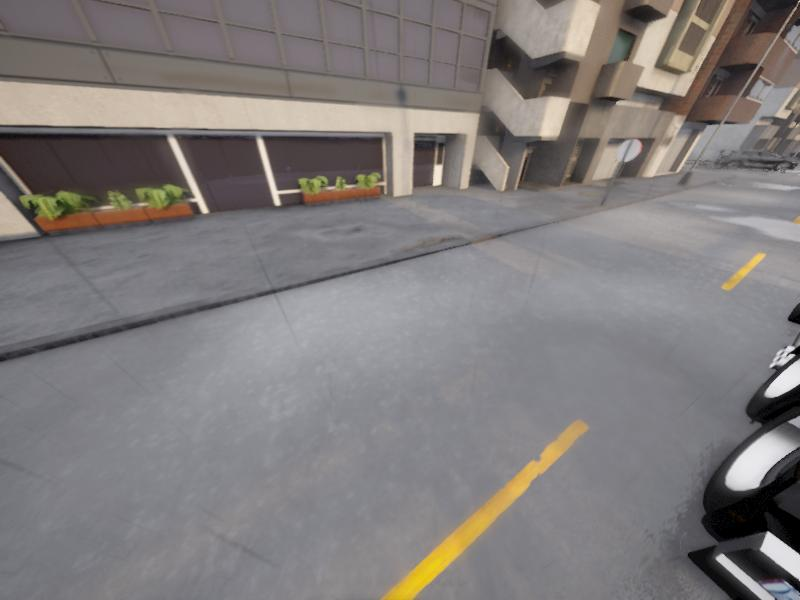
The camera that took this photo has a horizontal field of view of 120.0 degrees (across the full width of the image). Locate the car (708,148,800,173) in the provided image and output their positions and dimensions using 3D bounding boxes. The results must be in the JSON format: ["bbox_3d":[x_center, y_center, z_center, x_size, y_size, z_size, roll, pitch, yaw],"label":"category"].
[{"bbox_3d":[33.197,-13.062,21.571,4.856,1.649,2.033,23,42,29],"label":"car"}]

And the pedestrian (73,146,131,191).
[{"bbox_3d":[-14.730,-6.537,11.486,0.751,1.860,0.751,3,35,4],"label":"pedestrian"}]

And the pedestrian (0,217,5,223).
[{"bbox_3d":[-12.742,-2.961,6.389,0.751,1.860,0.751,-13,37,-18],"label":"pedestrian"}]

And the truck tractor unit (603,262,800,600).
[{"bbox_3d":[5.113,-0.296,0.801,6.516,4.208,3.053,-18,39,-25],"label":"truck tractor unit"}]
